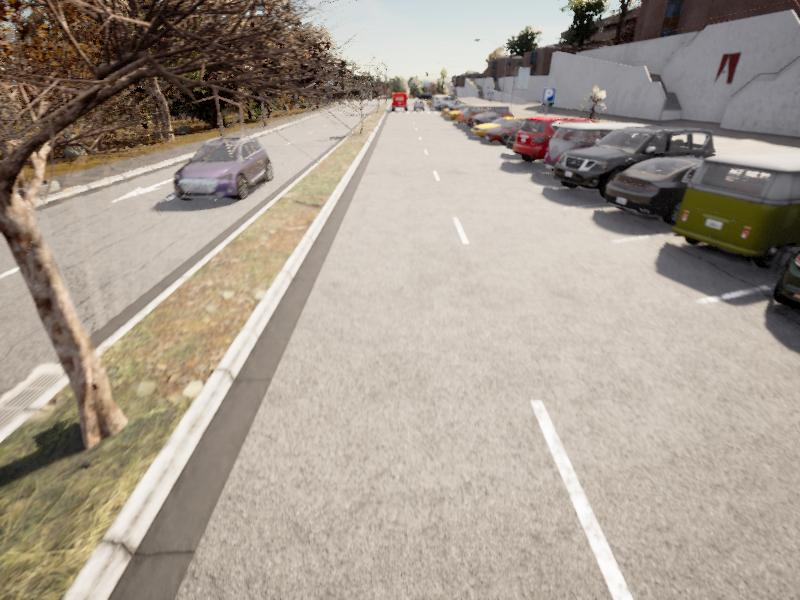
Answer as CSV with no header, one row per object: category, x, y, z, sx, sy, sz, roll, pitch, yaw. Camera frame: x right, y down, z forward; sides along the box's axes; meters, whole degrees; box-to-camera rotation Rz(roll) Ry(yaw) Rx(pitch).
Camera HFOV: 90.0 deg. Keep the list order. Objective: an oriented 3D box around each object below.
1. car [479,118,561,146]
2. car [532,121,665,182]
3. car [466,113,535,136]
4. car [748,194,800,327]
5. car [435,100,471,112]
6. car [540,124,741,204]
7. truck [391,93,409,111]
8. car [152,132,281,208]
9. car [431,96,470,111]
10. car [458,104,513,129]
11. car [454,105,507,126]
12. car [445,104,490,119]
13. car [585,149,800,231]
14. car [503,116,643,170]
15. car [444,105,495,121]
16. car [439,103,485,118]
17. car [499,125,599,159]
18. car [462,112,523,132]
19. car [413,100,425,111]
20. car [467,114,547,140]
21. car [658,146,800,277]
car,8.029,-11.411,26.985,4.792,1.488,2.163,-9,30,-18
car,7.957,-6.110,16.249,4.442,1.987,1.878,-9,29,-18
car,8.080,-14.202,32.293,4.792,1.488,2.163,-9,29,-18
car,8.040,-0.548,5.732,4.553,1.767,2.185,-9,29,-18
car,8.051,-29.680,61.209,4.892,1.521,2.231,-9,30,-18
car,8.042,-4.773,13.616,5.566,2.045,2.435,-9,29,-18
truck,-0.028,-31.155,62.901,2.627,2.467,5.204,0,28,0
car,-5.796,-4.560,13.528,2.033,1.649,4.856,0,27,0
car,8.070,-31.312,63.741,5.566,2.045,2.435,-9,29,-18
car,7.947,-17.197,37.388,4.442,1.987,1.878,-9,30,-18
car,8.023,-18.533,40.106,4.553,1.767,2.185,-9,29,-18
car,8.073,-22.635,48.087,4.792,1.488,2.163,-9,30,-18
car,8.058,-3.183,11.096,4.892,1.521,2.231,-9,29,-18
car,8.091,-7.531,18.940,5.566,2.045,2.435,-9,29,-18
car,7.875,-21.218,45.372,5.366,1.575,1.946,-9,30,-18
car,7.873,-24.040,50.629,5.366,1.575,1.946,-9,30,-18
car,8.055,-8.645,21.710,4.674,1.452,2.002,-9,29,-18
car,8.048,-15.586,34.923,4.674,1.452,2.002,-9,29,-18
car,2.971,-30.747,63.118,1.845,1.501,3.633,0,28,0
car,7.883,-12.804,29.560,5.366,1.575,1.946,-9,30,-18
car,8.178,-2.031,8.382,4.442,1.987,1.878,-9,29,-18
